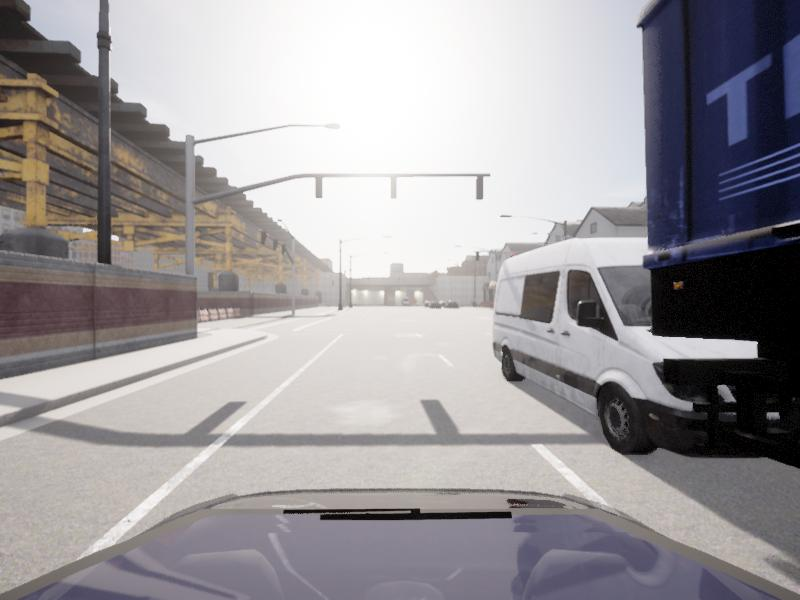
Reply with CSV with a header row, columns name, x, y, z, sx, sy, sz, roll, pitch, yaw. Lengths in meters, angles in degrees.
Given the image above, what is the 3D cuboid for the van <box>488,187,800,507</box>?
name,x,y,z,sx,sy,sz,roll,pitch,yaw
van,3.146,0.374,6.206,1.988,2.561,5.915,0,0,-3

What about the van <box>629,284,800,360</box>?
name,x,y,z,sx,sy,sz,roll,pitch,yaw
van,9.843,0.584,12.992,2.069,2.038,4.480,0,0,-3
